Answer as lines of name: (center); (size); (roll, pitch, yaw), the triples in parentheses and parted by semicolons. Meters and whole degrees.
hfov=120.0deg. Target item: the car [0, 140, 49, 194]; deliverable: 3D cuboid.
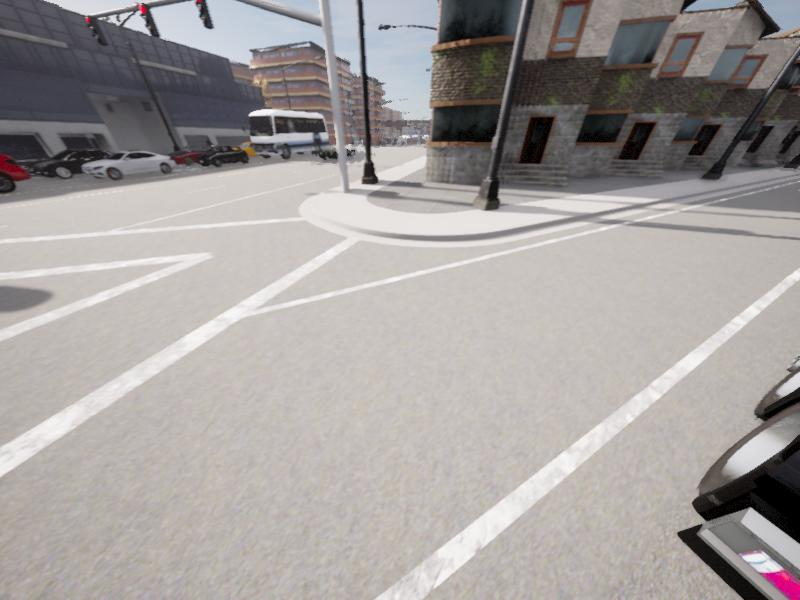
car: (-19.906, -5.220, 9.361); (2.150, 2.045, 5.566); (11, 37, 15)

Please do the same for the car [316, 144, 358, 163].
car: (-6.426, -15.478, 24.248); (1.895, 1.301, 4.718); (11, 38, 15)

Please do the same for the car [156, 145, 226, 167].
car: (-18.804, -13.193, 21.094); (1.994, 1.385, 4.181); (12, 38, 16)

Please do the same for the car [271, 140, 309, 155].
car: (-14.640, -20.606, 31.090); (1.812, 1.442, 4.674); (11, 38, 15)

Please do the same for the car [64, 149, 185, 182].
car: (-17.575, -8.968, 15.186); (1.812, 1.442, 4.674); (11, 37, 15)

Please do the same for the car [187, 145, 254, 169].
car: (-15.476, -12.625, 20.222); (1.816, 1.474, 4.193); (11, 37, 15)

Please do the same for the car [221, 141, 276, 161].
car: (-16.788, -16.824, 25.906); (1.882, 1.535, 5.008); (11, 38, 15)

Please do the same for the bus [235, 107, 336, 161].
bus: (-12.281, -19.144, 26.742); (3.944, 4.253, 10.273); (11, 38, 15)

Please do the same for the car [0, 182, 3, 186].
car: (-23.238, -5.657, 10.398); (1.882, 1.535, 5.008); (11, 37, 15)

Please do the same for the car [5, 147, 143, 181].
car: (-21.162, -9.181, 15.431); (1.837, 1.490, 4.892); (11, 37, 15)

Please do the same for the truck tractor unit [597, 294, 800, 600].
truck tractor unit: (5.163, -0.244, 0.706); (6.516, 4.208, 3.053); (-16, 38, -22)

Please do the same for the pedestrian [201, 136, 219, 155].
pedestrian: (-22.837, -18.608, 27.780); (0.751, 1.860, 0.751); (4, 35, 4)
